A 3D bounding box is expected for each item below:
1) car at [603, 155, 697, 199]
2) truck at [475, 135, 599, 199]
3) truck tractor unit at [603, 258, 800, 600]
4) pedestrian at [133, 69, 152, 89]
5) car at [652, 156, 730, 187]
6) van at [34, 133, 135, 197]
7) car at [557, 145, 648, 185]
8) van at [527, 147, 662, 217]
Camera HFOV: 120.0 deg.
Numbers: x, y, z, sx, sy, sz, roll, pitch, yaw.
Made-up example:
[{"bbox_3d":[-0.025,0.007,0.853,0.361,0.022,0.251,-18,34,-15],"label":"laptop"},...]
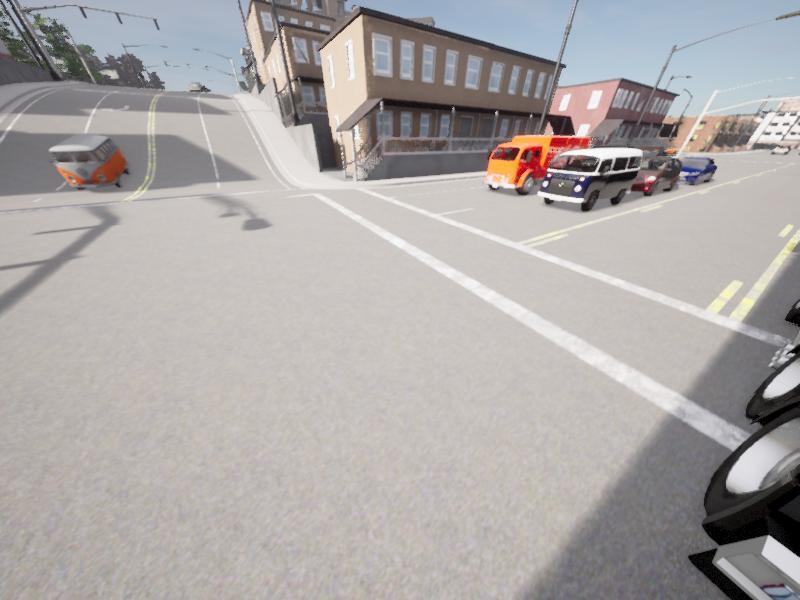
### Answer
[{"bbox_3d":[13.131,-6.591,12.186,3.988,1.617,1.851,-19,39,-25],"label":"car"},{"bbox_3d":[7.036,-7.137,12.161,5.204,2.467,2.627,-18,39,-24],"label":"truck"},{"bbox_3d":[5.097,-0.314,0.800,6.516,4.208,3.053,-19,39,-25],"label":"truck tractor unit"},{"bbox_3d":[-34.834,-29.906,31.277,0.751,1.860,0.751,2,35,2],"label":"pedestrian"},{"bbox_3d":[19.027,-8.503,15.130,4.674,1.442,1.812,-19,39,-25],"label":"car"},{"bbox_3d":[-16.619,-7.474,12.549,1.775,1.987,4.442,-19,48,-26],"label":"van"},{"bbox_3d":[13.736,-9.288,15.682,5.566,2.045,2.150,-18,39,-25],"label":"car"},{"bbox_3d":[7.861,-4.992,9.461,4.480,2.038,2.069,-19,39,-25],"label":"van"}]
